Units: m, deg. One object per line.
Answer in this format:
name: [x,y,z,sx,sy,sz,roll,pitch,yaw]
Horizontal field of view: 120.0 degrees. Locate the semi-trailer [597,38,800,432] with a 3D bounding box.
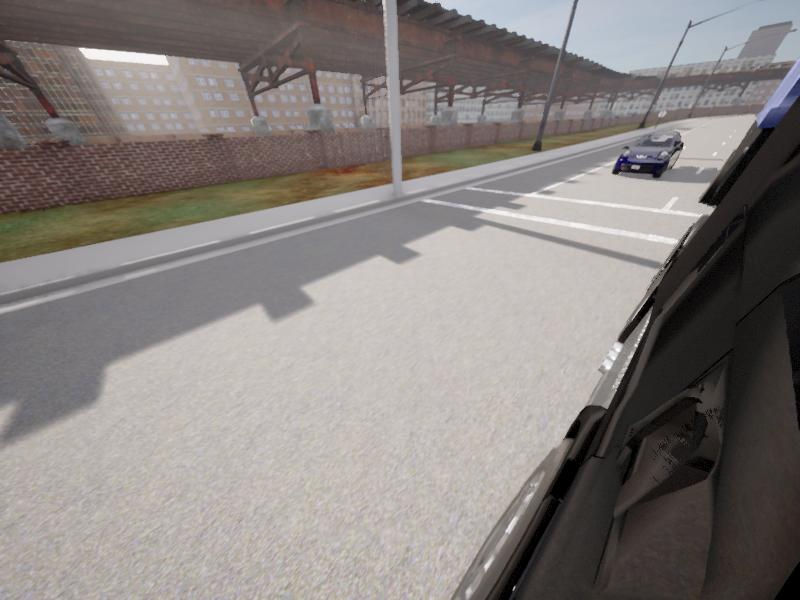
semi-trailer: [8.710,-3.606,4.204,14.254,4.402,2.717,-28,44,-29]

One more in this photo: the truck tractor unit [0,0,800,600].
truck tractor unit: [2.645,-0.295,0.351,6.516,4.208,3.053,-28,44,-30]

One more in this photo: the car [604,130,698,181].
car: [11.209,-6.550,10.332,3.633,1.501,1.845,-28,44,-30]
